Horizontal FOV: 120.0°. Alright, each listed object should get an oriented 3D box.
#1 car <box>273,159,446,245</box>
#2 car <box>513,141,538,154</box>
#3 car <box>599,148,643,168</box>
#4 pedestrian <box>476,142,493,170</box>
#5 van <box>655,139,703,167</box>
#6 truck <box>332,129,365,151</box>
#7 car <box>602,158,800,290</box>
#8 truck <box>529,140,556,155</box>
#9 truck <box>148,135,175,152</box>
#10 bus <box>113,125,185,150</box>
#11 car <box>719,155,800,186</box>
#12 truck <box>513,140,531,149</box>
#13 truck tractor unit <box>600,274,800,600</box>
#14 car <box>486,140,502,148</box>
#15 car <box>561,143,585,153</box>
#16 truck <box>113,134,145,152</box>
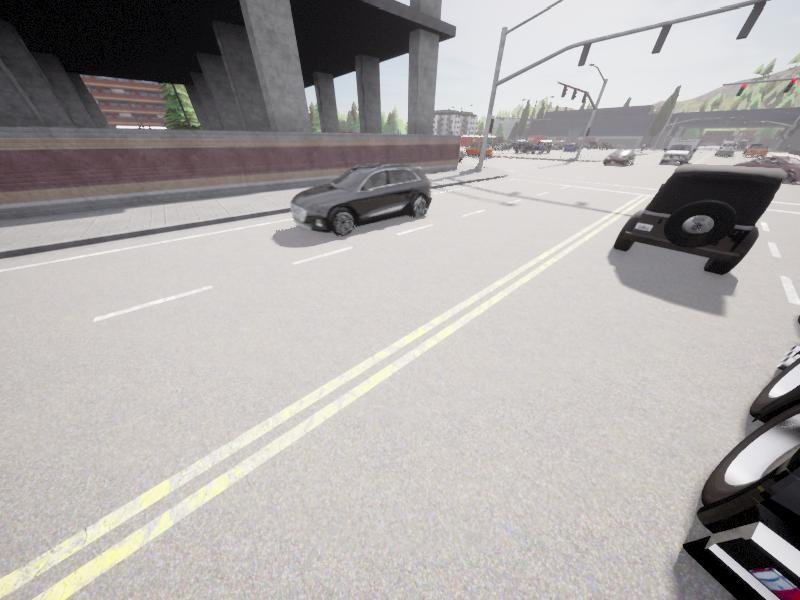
[{"bbox_3d":[-0.993,-3.435,7.473,4.856,1.649,2.033,-26,43,-32],"label":"car"},{"bbox_3d":[23.109,-28.047,42.438,4.605,1.855,1.932,-26,42,-32],"label":"car"},{"bbox_3d":[23.672,-15.265,24.708,4.792,1.488,2.163,-26,43,-32],"label":"car"},{"bbox_3d":[6.857,-11.718,18.835,0.751,1.860,0.751,24,41,30],"label":"pedestrian"},{"bbox_3d":[32.045,-17.003,26.497,6.366,2.431,2.351,-27,43,-33],"label":"van"},{"bbox_3d":[-11.417,-35.510,51.296,2.891,3.827,8.468,-26,43,-32],"label":"truck"},{"bbox_3d":[6.878,-2.077,5.368,3.866,1.878,1.905,-26,43,-32],"label":"car"},{"bbox_3d":[25.027,-26.874,40.611,4.478,2.038,2.069,-26,42,-32],"label":"truck"},{"bbox_3d":[-44.271,-29.222,43.000,2.615,2.467,5.204,-26,42,-32],"label":"truck"},{"bbox_3d":[-57.582,-37.618,53.620,10.273,4.253,3.944,-26,42,-32],"label":"bus"},{"bbox_3d":[25.578,-8.867,15.661,1.994,1.385,4.181,-2,35,-3],"label":"car"},{"bbox_3d":[32.218,-41.025,60.938,4.478,2.038,2.069,-26,42,-32],"label":"truck"},{"bbox_3d":[5.128,-0.283,0.757,6.516,4.208,3.053,-18,39,-23],"label":"truck tractor unit"},{"bbox_3d":[26.884,-44.549,66.102,4.605,1.855,1.932,-26,42,-32],"label":"car"},{"bbox_3d":[36.527,-32.162,48.747,4.611,1.667,2.242,-26,42,-32],"label":"car"},{"bbox_3d":[-47.567,-27.644,40.712,2.615,2.467,5.204,-26,42,-32],"label":"truck"}]
